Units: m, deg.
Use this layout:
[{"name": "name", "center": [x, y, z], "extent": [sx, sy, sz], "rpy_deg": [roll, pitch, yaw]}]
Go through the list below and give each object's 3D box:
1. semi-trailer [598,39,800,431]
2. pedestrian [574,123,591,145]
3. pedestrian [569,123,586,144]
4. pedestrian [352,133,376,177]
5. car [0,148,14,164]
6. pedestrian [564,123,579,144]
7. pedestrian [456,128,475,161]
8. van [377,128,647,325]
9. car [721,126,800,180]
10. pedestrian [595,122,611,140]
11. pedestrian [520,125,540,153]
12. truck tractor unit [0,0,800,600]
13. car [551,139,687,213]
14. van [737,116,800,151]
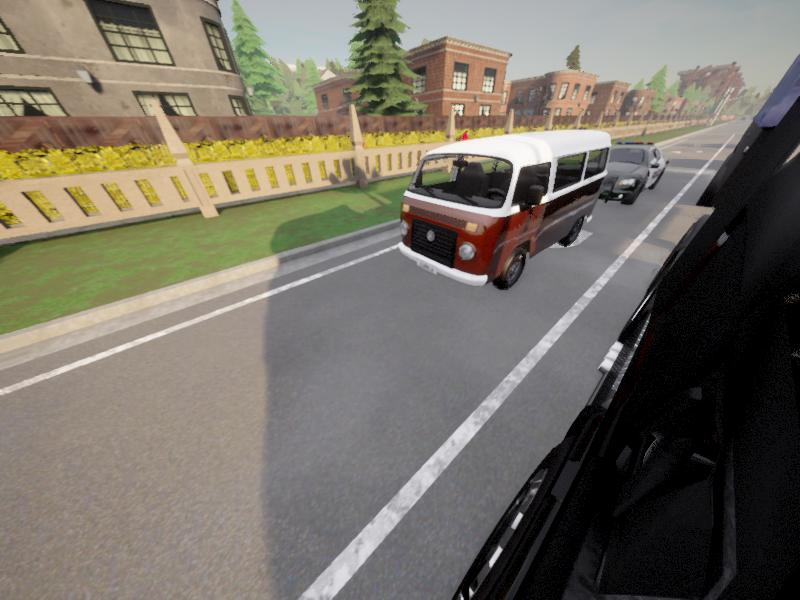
[{"name": "semi-trailer", "center": [8.709, -3.572, 4.255], "extent": [14.254, 4.402, 2.717], "rpy_deg": [-28, 43, -30]}, {"name": "pedestrian", "center": [19.862, -18.093, 25.171], "extent": [0.751, 1.860, 0.751], "rpy_deg": [-29, 44, -31]}, {"name": "pedestrian", "center": [20.173, -18.905, 26.253], "extent": [0.751, 1.860, 0.751], "rpy_deg": [-31, 45, -33]}, {"name": "pedestrian", "center": [-1.863, -7.544, 12.066], "extent": [0.751, 1.860, 0.751], "rpy_deg": [-26, 43, -29]}, {"name": "car", "center": [-60.055, -21.096, 33.865], "extent": [1.932, 1.855, 4.605], "rpy_deg": [-27, 43, -30]}, {"name": "pedestrian", "center": [19.233, -18.596, 25.886], "extent": [0.751, 1.860, 0.751], "rpy_deg": [21, 42, 28]}, {"name": "pedestrian", "center": [4.578, -10.952, 16.332], "extent": [0.751, 1.860, 0.751], "rpy_deg": [-28, 43, -30]}, {"name": "van", "center": [2.095, -1.834, 4.271], "extent": [4.480, 2.038, 2.069], "rpy_deg": [-27, 43, -30]}, {"name": "car", "center": [17.470, -7.022, 10.806], "extent": [5.027, 1.651, 2.152], "rpy_deg": [-28, 43, -30]}, {"name": "pedestrian", "center": [26.404, -21.959, 30.050], "extent": [0.751, 1.860, 0.751], "rpy_deg": [-29, 44, -31]}, {"name": "pedestrian", "center": [10.864, -13.403, 19.308], "extent": [0.751, 1.860, 0.751], "rpy_deg": [-27, 43, -30]}, {"name": "truck tractor unit", "center": [2.645, -0.295, 0.351], "extent": [6.516, 4.208, 3.053], "rpy_deg": [-28, 44, -30]}, {"name": "car", "center": [7.733, -4.590, 8.120], "extent": [4.974, 1.542, 2.038], "rpy_deg": [-28, 43, -30]}, {"name": "van", "center": [28.691, -13.062, 18.070], "extent": [4.442, 1.987, 1.775], "rpy_deg": [-28, 43, -30]}]
